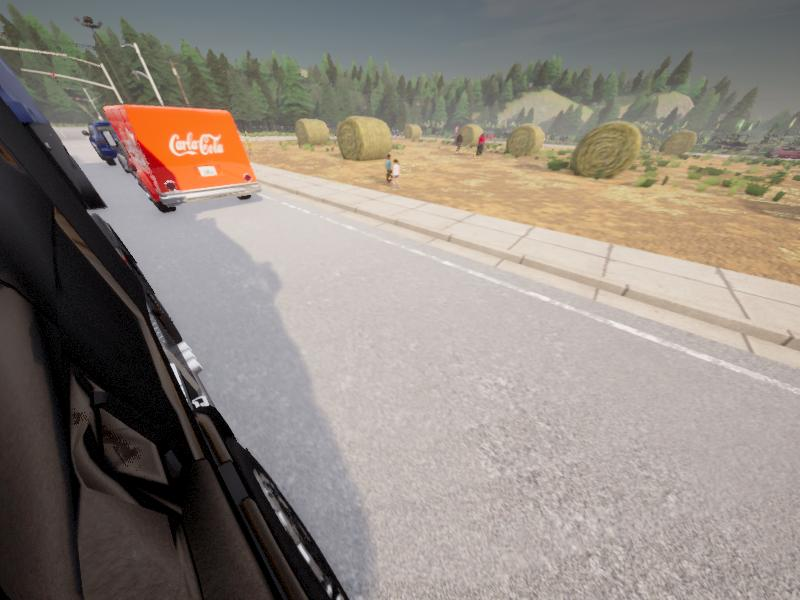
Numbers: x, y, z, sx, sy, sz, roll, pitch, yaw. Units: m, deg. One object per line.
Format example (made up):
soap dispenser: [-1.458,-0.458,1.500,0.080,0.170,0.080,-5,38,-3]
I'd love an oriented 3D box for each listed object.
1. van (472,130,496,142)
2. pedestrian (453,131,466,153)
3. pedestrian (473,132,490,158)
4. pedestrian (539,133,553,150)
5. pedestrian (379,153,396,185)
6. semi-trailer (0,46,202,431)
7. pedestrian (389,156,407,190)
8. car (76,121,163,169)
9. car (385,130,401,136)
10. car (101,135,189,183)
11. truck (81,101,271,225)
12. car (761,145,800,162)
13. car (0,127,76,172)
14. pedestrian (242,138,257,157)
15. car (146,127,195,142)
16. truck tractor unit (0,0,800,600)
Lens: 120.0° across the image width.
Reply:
van: [19.267,-37.807,53.261,4.442,1.987,1.775,31,45,33]
pedestrian: [6.166,-16.469,24.056,0.751,1.860,0.751,-7,38,-11]
pedestrian: [7.142,-13.596,20.255,0.751,1.860,0.751,-6,38,-11]
pedestrian: [19.925,-21.665,31.528,0.751,1.860,0.751,3,37,2]
pedestrian: [-0.528,-5.638,9.961,0.500,1.100,0.500,17,39,19]
semi-trailer: [-8.723,-3.519,4.302,14.254,4.402,2.717,27,44,31]
pedestrian: [-0.098,-5.030,9.165,0.500,1.100,0.500,28,44,30]
car: [-17.183,-9.614,14.135,5.566,2.045,2.150,28,44,30]
car: [-2.123,-50.213,69.456,4.514,1.525,2.007,31,45,33]
car: [-12.092,-6.781,10.958,3.705,1.549,1.789,27,44,30]
truck: [-7.082,-4.559,7.414,5.204,2.467,2.627,28,44,30]
car: [47.963,-17.768,28.020,4.193,1.474,1.816,31,45,33]
car: [-20.084,-8.245,12.508,4.611,1.667,2.242,27,44,30]
pedestrian: [-11.059,-11.191,16.976,0.500,1.100,0.500,-30,47,-35]
car: [-30.304,-21.972,30.664,1.816,1.474,4.193,30,45,33]
truck tractor unit: [-2.645,-0.295,0.351,6.516,4.208,3.053,28,44,30]
